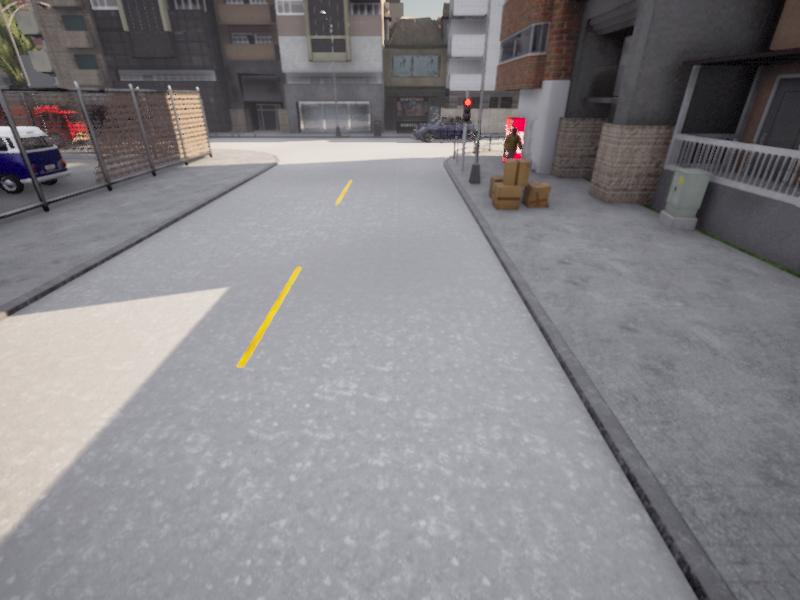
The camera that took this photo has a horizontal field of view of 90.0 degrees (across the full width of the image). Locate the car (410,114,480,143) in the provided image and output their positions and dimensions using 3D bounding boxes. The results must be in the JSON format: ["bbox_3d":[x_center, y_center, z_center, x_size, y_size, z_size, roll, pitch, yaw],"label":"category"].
[{"bbox_3d":[3.201,-12.509,29.134,4.553,1.767,2.097,-5,28,-9],"label":"car"}]

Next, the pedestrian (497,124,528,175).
[{"bbox_3d":[4.522,-6.087,16.211,0.751,1.860,0.751,-3,27,-6],"label":"pedestrian"}]
